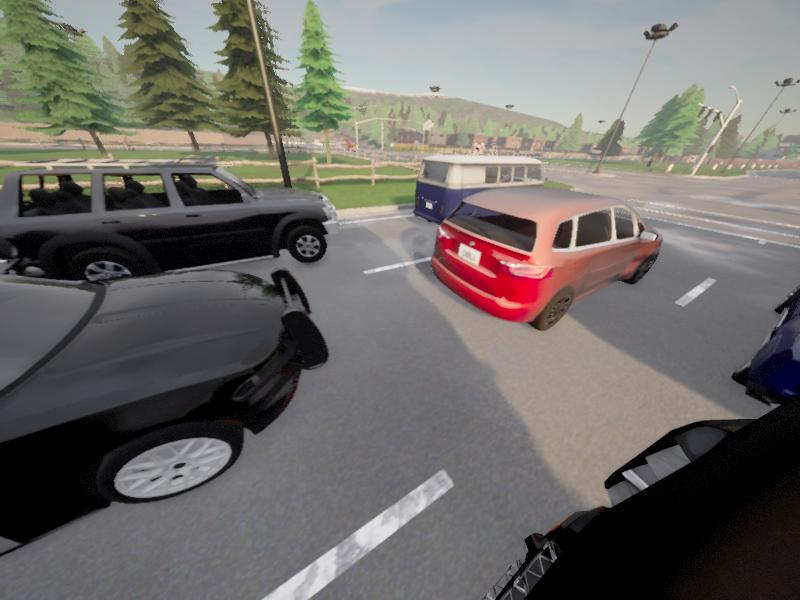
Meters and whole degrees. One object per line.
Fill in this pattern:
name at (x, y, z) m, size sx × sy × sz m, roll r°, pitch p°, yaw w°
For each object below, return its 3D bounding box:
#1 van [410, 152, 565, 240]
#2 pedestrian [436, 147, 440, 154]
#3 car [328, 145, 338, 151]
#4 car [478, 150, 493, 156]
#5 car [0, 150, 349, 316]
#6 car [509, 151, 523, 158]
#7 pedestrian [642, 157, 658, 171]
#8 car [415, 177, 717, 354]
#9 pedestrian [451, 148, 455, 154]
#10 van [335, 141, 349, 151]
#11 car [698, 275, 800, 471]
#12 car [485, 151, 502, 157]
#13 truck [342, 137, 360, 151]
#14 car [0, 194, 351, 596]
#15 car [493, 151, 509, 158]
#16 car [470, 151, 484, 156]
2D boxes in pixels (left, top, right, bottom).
van at (2.729, -3.477, 7.429) m, size 4.442 × 1.987 × 1.775 m, roll -16°, pitch 38°, yaw -26°
pedestrian at (12.766, -50.119, 77.444) m, size 0.751 × 1.860 × 0.751 m, roll -16°, pitch 38°, yaw -25°
car at (-21.773, -49.242, 74.673) m, size 1.970 × 1.475 × 3.806 m, roll -16°, pitch 38°, yaw -25°
car at (29.313, -50.569, 79.474) m, size 4.605 × 1.855 × 1.932 m, roll -16°, pitch 38°, yaw -26°
car at (-3.579, -1.606, 4.333) m, size 4.605 × 1.855 × 1.932 m, roll -16°, pitch 38°, yaw -25°
car at (38.984, -48.892, 77.595) m, size 3.866 × 1.878 × 1.905 m, roll -16°, pitch 38°, yaw -26°
pedestrian at (38.784, -21.151, 35.890) m, size 0.751 × 1.860 × 0.751 m, roll -14°, pitch 37°, yaw -23°
car at (2.880, -1.146, 4.245) m, size 4.611 × 1.667 × 2.242 m, roll -16°, pitch 38°, yaw -26°
pedestrian at (20.014, -56.708, 87.737) m, size 0.751 × 1.860 × 0.751 m, roll -16°, pitch 38°, yaw -25°
van at (-19.203, -51.046, 76.588) m, size 2.351 × 2.431 × 6.366 m, roll -16°, pitch 38°, yaw -25°
car at (5.593, 0.468, 2.347) m, size 4.718 × 1.301 × 1.895 m, roll -16°, pitch 38°, yaw -25°
car at (31.276, -48.755, 77.194) m, size 5.366 × 1.575 × 1.801 m, roll -16°, pitch 38°, yaw -26°
truck at (-16.655, -53.021, 78.444) m, size 2.891 × 3.827 × 8.468 m, roll -16°, pitch 38°, yaw -25°
car at (-3.175, 0.621, 1.249) m, size 5.238 × 1.638 × 1.930 m, roll -16°, pitch 38°, yaw -25°
car at (32.640, -47.004, 74.448) m, size 4.553 × 1.767 × 2.097 m, roll -16°, pitch 38°, yaw -26°
car at (27.337, -52.080, 81.955) m, size 4.193 × 1.474 × 1.816 m, roll -16°, pitch 38°, yaw -26°
